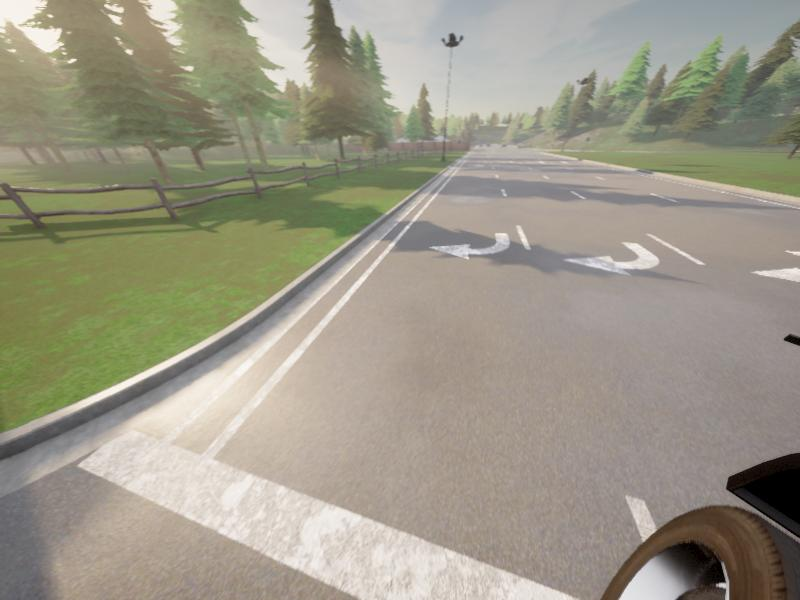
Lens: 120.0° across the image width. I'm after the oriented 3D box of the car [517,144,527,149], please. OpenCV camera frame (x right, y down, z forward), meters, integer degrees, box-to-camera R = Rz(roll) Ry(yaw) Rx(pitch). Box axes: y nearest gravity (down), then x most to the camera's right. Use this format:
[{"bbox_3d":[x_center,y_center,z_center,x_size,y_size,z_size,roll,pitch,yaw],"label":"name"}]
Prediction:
[{"bbox_3d":[42.954,-54.236,81.494,2.128,1.511,4.902,9,35,14],"label":"car"}]
